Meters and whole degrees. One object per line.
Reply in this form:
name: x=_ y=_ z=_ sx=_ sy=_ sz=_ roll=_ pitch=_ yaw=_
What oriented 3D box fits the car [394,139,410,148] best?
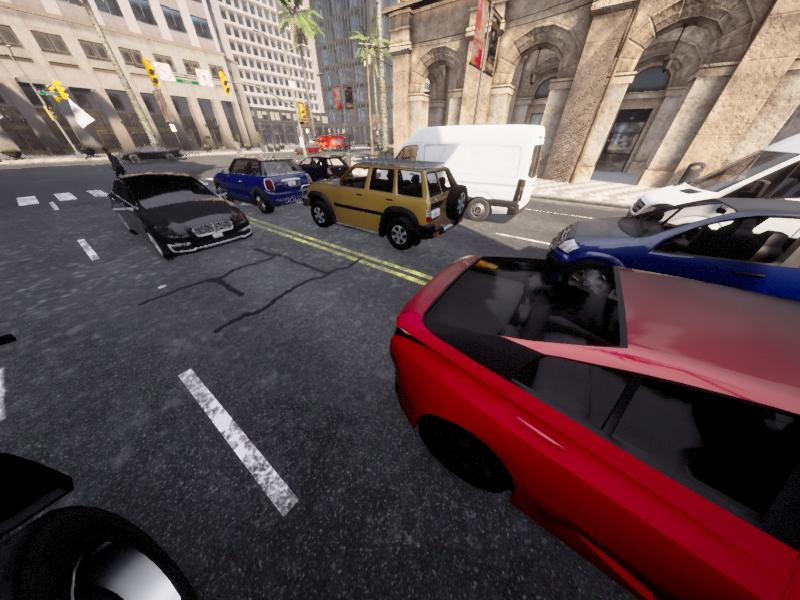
car: x=0.576 y=-41.714 z=61.589 sx=2.185 sy=1.767 sz=4.553 roll=22 pitch=41 yaw=28

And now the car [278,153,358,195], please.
car: x=-4.217 y=-6.632 z=11.973 sx=3.633 sy=1.501 sz=1.845 roll=23 pitch=41 yaw=28

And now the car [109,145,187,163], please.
car: x=-27.248 y=-16.014 z=25.250 sx=2.033 sy=1.411 sz=5.357 roll=22 pitch=41 yaw=28

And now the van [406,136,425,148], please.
van: x=4.157 y=-41.871 z=61.146 sx=1.988 sy=2.561 sz=5.915 roll=22 pitch=41 yaw=28

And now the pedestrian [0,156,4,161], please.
pedestrian: x=-40.439 y=-14.726 z=22.619 sx=0.751 sy=1.860 sz=0.751 roll=29 pitch=44 yaw=35

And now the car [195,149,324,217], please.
car: x=-5.533 y=-4.810 z=9.147 sx=4.553 sy=1.767 sz=2.097 roll=22 pitch=41 yaw=28

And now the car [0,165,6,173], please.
car: x=-31.504 y=-9.201 z=15.334 sx=1.930 sy=1.638 sz=5.238 roll=22 pitch=41 yaw=28

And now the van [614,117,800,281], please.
van: x=8.506 y=-1.849 z=4.395 sx=5.915 sy=2.561 sz=1.988 roll=22 pitch=41 yaw=28

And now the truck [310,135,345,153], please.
truck: x=-12.834 y=-28.084 z=41.543 sx=2.627 sy=2.467 sz=5.204 roll=22 pitch=41 yaw=28

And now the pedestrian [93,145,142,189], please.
pedestrian: x=-14.304 y=-6.747 z=11.738 sx=0.751 sy=1.860 sz=0.751 roll=24 pitch=42 yaw=30

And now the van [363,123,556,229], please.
van: x=1.654 y=-4.658 z=8.337 sx=5.915 sy=2.561 sz=1.988 roll=22 pitch=41 yaw=28

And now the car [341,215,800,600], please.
car: x=2.078 y=0.865 z=1.377 sx=4.514 sy=1.525 sz=2.007 roll=22 pitch=41 yaw=28

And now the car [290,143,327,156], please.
car: x=-14.003 y=-23.252 z=35.543 sx=2.163 sy=1.488 sz=4.792 roll=22 pitch=41 yaw=28

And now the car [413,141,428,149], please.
car: x=4.995 y=-38.541 z=57.459 sx=1.970 sy=1.475 sz=3.806 roll=22 pitch=41 yaw=28

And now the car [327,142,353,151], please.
car: x=-12.209 y=-31.345 z=47.049 sx=2.163 sy=1.488 sz=4.792 roll=22 pitch=41 yaw=28

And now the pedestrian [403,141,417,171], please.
pedestrian: x=0.764 y=-10.815 z=17.353 sx=0.751 sy=1.860 sz=0.751 roll=17 pitch=38 yaw=22

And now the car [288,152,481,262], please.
car: x=-0.575 y=-2.830 z=6.299 sx=4.605 sy=1.855 sz=1.932 roll=22 pitch=41 yaw=28

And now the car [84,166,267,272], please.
car: x=-5.921 y=-2.433 z=6.033 sx=4.892 sy=1.490 sz=1.837 roll=22 pitch=41 yaw=29

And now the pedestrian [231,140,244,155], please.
pedestrian: x=-24.072 y=-22.644 z=34.235 sx=0.751 sy=1.860 sz=0.751 roll=25 pitch=42 yaw=31

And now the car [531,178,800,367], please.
car: x=4.548 y=-0.620 z=3.433 sx=3.988 sy=1.617 sz=1.851 roll=22 pitch=41 yaw=28
